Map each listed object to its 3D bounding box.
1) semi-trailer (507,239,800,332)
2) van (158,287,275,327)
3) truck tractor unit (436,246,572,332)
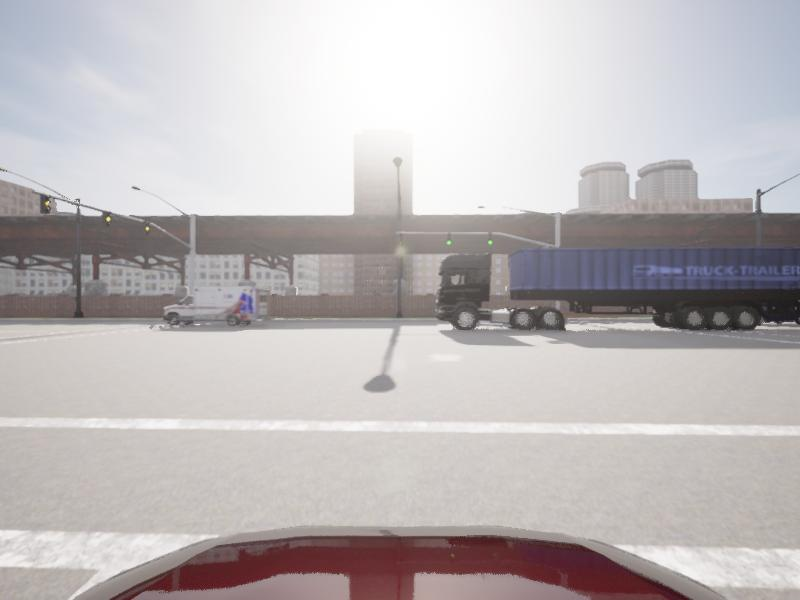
[{"bbox_3d":[13.136,-0.672,20.903,14.254,4.402,2.717,0,0,2],"label":"semi-trailer"},{"bbox_3d":[-11.482,0.415,25.344,6.366,2.431,2.351,0,0,2],"label":"van"},{"bbox_3d":[5.232,-0.534,21.215,6.516,4.208,3.053,0,0,2],"label":"truck tractor unit"}]
